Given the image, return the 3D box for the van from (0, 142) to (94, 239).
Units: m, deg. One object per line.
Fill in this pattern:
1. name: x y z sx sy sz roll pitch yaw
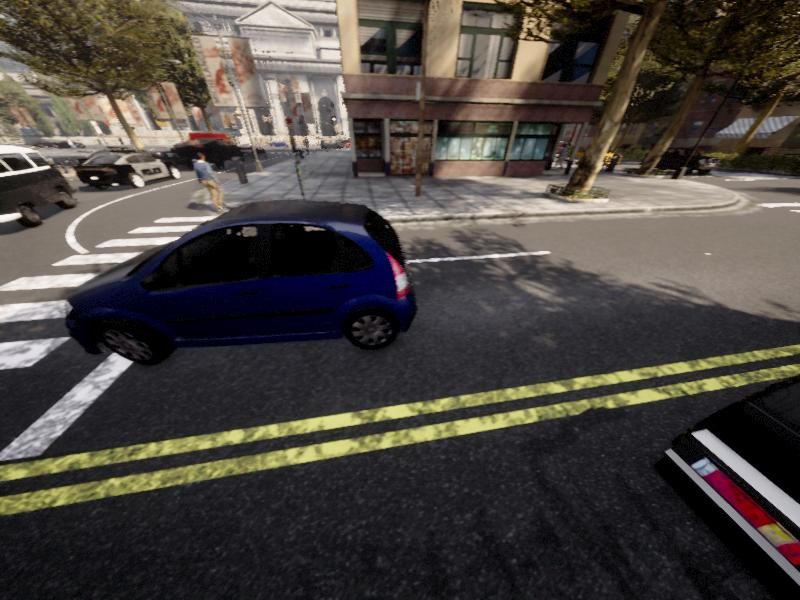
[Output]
1. van: -12.143 -3.412 6.846 2.069 2.038 4.480 -20 40 -27

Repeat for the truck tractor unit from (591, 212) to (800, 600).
1. truck tractor unit: 5.339 0.054 0.293 6.516 4.208 3.053 -6 35 -9

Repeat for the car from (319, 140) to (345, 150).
1. car: -13.830 -31.597 47.094 4.611 1.667 2.242 -4 36 -7

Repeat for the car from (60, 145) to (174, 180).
1. car: -18.505 -9.441 15.649 1.930 1.638 5.238 -5 35 -7

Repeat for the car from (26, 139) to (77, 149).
1. car: -65.730 -29.525 43.659 5.357 1.411 2.033 -5 36 -7

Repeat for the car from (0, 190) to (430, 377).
1. car: -1.817 -0.409 3.109 3.988 1.617 1.851 -3 35 -5

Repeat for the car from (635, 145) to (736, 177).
1. car: 22.856 -11.469 18.896 1.932 1.855 4.605 -5 36 -7

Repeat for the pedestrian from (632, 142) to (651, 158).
1. pedestrian: 32.482 -20.189 31.100 0.751 1.860 0.751 -8 36 -11

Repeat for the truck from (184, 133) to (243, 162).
1. truck: -20.388 -17.103 25.764 2.627 2.467 5.204 -5 36 -7

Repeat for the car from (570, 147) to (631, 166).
1. car: 21.681 -15.843 25.375 1.882 1.535 5.008 -5 36 -7

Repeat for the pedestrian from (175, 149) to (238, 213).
1. pedestrian: -6.512 -4.036 7.919 0.751 1.860 0.751 2 35 1

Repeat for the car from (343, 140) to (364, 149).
1. car: -10.638 -35.905 53.247 4.611 1.667 2.242 -5 36 -7

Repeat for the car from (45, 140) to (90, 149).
1. car: -59.659 -27.963 41.545 4.181 1.385 1.994 -4 36 -7

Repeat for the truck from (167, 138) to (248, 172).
1. truck: -15.692 -12.426 19.523 2.390 2.098 6.274 -5 36 -7

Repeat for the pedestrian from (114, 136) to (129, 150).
1. pedestrian: -46.935 -26.512 38.952 0.751 1.860 0.751 17 38 22

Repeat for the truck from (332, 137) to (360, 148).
1. truck: -12.984 -37.952 55.744 6.274 2.098 2.390 -4 35 -7

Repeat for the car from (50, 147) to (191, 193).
1. car: -14.404 -7.230 12.572 1.930 1.638 5.238 -5 36 -7

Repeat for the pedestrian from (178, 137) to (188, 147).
1. pedestrian: -49.335 -35.884 52.467 0.751 1.860 0.751 -5 36 -8

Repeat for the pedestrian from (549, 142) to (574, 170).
1. pedestrian: 13.010 -11.592 18.642 0.751 1.860 0.751 -10 36 -14

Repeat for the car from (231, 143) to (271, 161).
1. car: -16.964 -17.116 26.663 2.128 1.511 4.902 -5 36 -7

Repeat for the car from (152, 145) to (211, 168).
1. car: -19.431 -12.976 20.789 1.970 1.475 3.806 -4 36 -7

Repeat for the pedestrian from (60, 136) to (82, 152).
1. pedestrian: -46.774 -22.233 32.889 0.751 1.860 0.751 3 35 3
